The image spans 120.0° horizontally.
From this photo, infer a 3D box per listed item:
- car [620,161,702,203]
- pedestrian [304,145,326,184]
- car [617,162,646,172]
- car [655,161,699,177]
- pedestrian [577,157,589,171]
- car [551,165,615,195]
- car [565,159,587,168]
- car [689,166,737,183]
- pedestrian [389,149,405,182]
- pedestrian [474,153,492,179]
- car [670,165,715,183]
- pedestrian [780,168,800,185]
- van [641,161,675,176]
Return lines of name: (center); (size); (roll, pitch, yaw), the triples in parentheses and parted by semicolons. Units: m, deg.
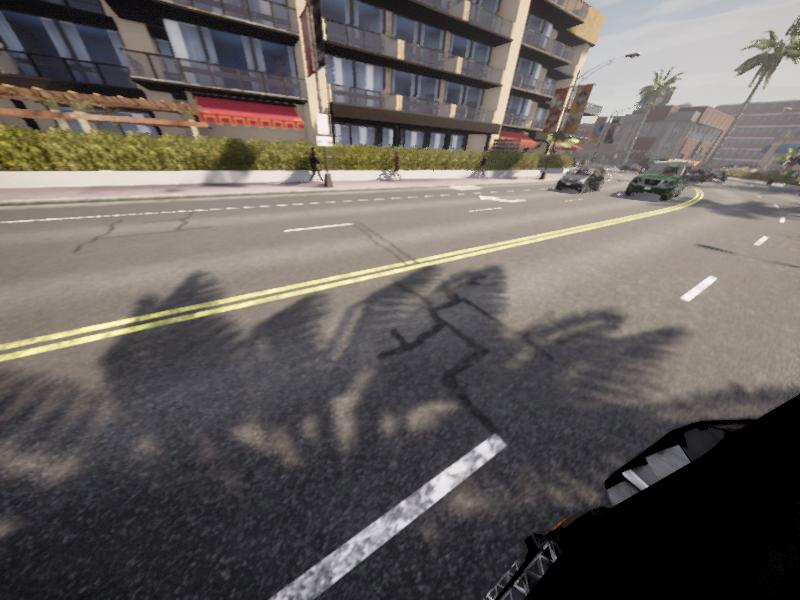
car: (17.597, -8.026, 15.539); (5.566, 2.045, 2.150); (-20, 40, -31)
pedestrian: (-4.875, -7.776, 13.253); (0.751, 1.860, 0.751); (-17, 39, -27)
car: (46.848, -26.940, 46.850); (1.994, 1.385, 4.181); (7, 34, 6)
car: (48.701, -23.230, 40.833); (2.150, 2.045, 5.566); (11, 34, 12)
pedestrian: (28.516, -21.216, 36.068); (0.751, 1.860, 0.751); (21, 38, 25)
car: (13.054, -8.642, 16.506); (3.988, 1.617, 1.851); (-19, 39, -29)
car: (40.482, -31.592, 53.344); (1.970, 1.475, 3.806); (2, 34, -2)
car: (44.213, -17.911, 32.863); (2.152, 1.651, 5.027); (19, 37, 23)
pedestrian: (-0.223, -8.882, 15.280); (0.751, 1.860, 0.751); (-19, 40, -30)
pedestrian: (6.916, -11.182, 19.296); (0.751, 1.860, 0.751); (-14, 37, -24)
car: (38.776, -16.833, 30.775); (2.242, 1.667, 4.611); (22, 38, 26)
pedestrian: (53.265, -16.730, 31.262); (0.751, 1.860, 0.751); (13, 35, 15)
van: (44.311, -22.724, 39.779); (1.775, 1.987, 4.442); (14, 35, 16)
